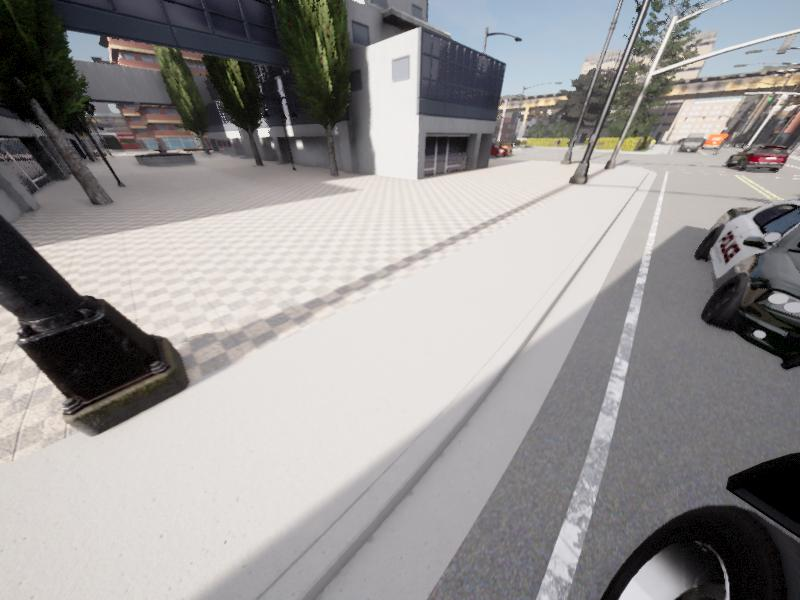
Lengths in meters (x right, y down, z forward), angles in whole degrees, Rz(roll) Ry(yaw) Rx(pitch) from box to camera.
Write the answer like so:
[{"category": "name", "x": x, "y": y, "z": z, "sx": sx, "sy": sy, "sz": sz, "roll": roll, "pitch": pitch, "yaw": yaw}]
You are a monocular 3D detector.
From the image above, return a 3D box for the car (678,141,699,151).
[{"category": "car", "x": 54.034, "y": -28.953, "z": 43.361, "sx": 1.970, "sy": 1.475, "sz": 3.806, "roll": 29, "pitch": 44, "yaw": 35}]

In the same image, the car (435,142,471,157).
[{"category": "car", "x": 7.940, "y": -22.861, "z": 34.980, "sx": 4.856, "sy": 1.649, "sz": 2.033, "roll": 29, "pitch": 45, "yaw": 35}]

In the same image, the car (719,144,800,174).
[{"category": "car", "x": 27.817, "y": -11.078, "z": 18.012, "sx": 2.033, "sy": 1.649, "sz": 4.856, "roll": 23, "pitch": 41, "yaw": 28}]

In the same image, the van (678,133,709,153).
[{"category": "van", "x": 47.411, "y": -25.483, "z": 37.494, "sx": 1.988, "sy": 2.561, "sz": 5.915, "roll": 29, "pitch": 44, "yaw": 35}]

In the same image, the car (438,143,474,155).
[{"category": "car", "x": 9.127, "y": -24.958, "z": 38.129, "sx": 5.357, "sy": 1.411, "sz": 2.033, "roll": 30, "pitch": 45, "yaw": 35}]

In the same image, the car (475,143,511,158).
[{"category": "car", "x": 12.553, "y": -20.352, "z": 31.391, "sx": 3.988, "sy": 1.617, "sz": 1.851, "roll": 29, "pitch": 45, "yaw": 35}]

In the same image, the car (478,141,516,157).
[{"category": "car", "x": 14.191, "y": -22.347, "z": 34.047, "sx": 4.553, "sy": 1.767, "sz": 2.097, "roll": 29, "pitch": 45, "yaw": 35}]

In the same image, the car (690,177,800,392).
[{"category": "car", "x": 6.233, "y": -0.554, "z": 3.321, "sx": 2.038, "sy": 1.542, "sz": 4.974, "roll": 29, "pitch": 45, "yaw": 36}]

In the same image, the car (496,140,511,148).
[{"category": "car", "x": 29.209, "y": -44.208, "z": 65.394, "sx": 1.801, "sy": 1.575, "sz": 5.366, "roll": -1, "pitch": 35, "yaw": -1}]

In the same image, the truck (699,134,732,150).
[{"category": "truck", "x": 61.608, "y": -31.034, "z": 45.285, "sx": 2.627, "sy": 2.467, "sz": 5.204, "roll": 29, "pitch": 44, "yaw": 35}]

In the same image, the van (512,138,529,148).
[{"category": "van", "x": 32.776, "y": -42.819, "z": 62.928, "sx": 2.069, "sy": 2.038, "sz": 4.480, "roll": -1, "pitch": 35, "yaw": -1}]

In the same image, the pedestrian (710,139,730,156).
[{"category": "pedestrian", "x": 42.094, "y": -20.056, "z": 30.390, "sx": 0.751, "sy": 1.860, "sz": 0.751, "roll": -27, "pitch": 43, "yaw": -33}]
